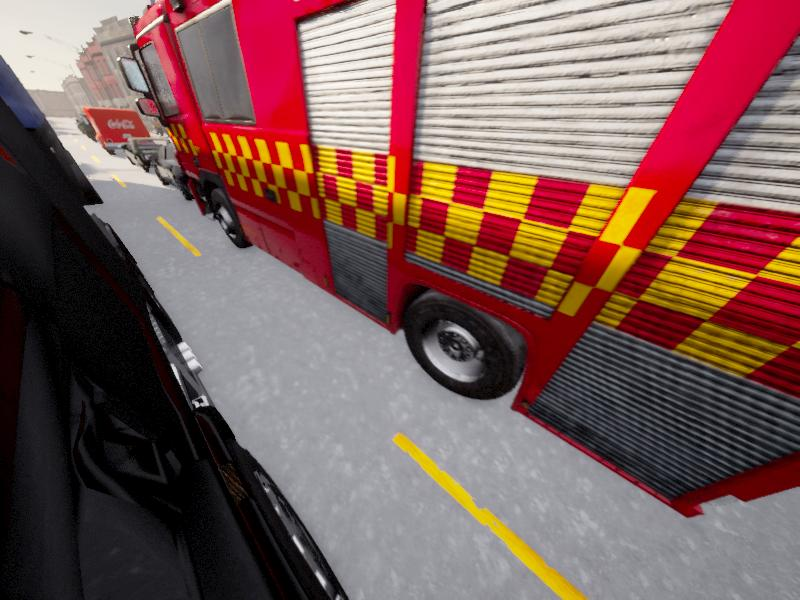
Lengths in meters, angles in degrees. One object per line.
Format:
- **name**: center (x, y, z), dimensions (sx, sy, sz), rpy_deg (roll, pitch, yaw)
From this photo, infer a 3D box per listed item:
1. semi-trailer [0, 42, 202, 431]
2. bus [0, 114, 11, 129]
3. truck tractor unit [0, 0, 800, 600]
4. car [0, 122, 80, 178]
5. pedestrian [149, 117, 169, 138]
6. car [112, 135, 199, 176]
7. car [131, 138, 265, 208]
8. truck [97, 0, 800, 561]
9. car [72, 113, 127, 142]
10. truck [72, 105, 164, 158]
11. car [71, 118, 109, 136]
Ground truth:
- **semi-trailer**: center (-8.696, -3.609, 4.225), dimensions (14.254, 4.402, 2.717), rpy_deg (28, 44, 30)
- **bus**: center (-56.389, -22.751, 26.831), dimensions (3.944, 4.253, 10.273), rpy_deg (20, 40, 22)
- **truck tractor unit**: center (-2.645, -0.295, 0.351), dimensions (6.516, 4.208, 3.053), rpy_deg (28, 44, 30)
- **car**: center (-16.702, -6.770, 10.221), dimensions (4.611, 1.667, 2.242), rpy_deg (28, 44, 30)
- **pedestrian**: center (-27.701, -19.812, 26.560), dimensions (0.751, 1.860, 0.751), rpy_deg (30, 44, 31)
- **car**: center (-12.489, -7.478, 11.755), dimensions (4.718, 1.301, 1.895), rpy_deg (28, 43, 29)
- **car**: center (-7.354, -4.816, 8.377), dimensions (4.792, 1.488, 2.163), rpy_deg (28, 44, 30)
- **truck**: center (-0.492, -2.182, 3.349), dimensions (8.468, 3.827, 2.891), rpy_deg (28, 43, 29)
- **car**: center (-29.006, -16.623, 22.265), dimensions (5.566, 2.045, 2.150), rpy_deg (28, 43, 30)
- **truck**: center (-19.193, -11.543, 15.793), dimensions (5.204, 2.467, 2.627), rpy_deg (29, 44, 29)
- **car**: center (-37.238, -20.790, 27.738), dimensions (4.514, 1.525, 2.007), rpy_deg (28, 44, 30)
